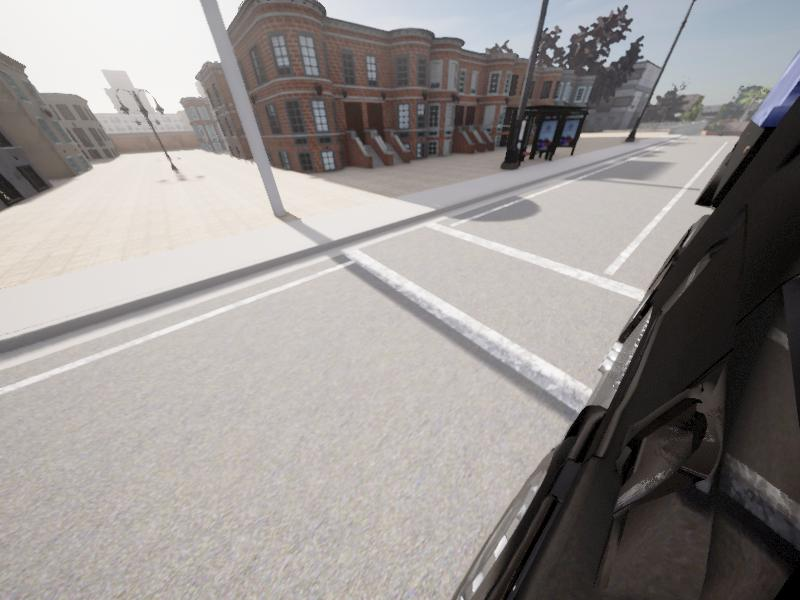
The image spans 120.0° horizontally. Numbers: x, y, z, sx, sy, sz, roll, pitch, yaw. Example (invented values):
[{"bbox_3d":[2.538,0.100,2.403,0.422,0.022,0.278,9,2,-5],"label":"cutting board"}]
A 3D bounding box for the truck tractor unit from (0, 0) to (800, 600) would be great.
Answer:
[{"bbox_3d":[2.645,-0.295,0.351,6.516,4.208,3.053,-28,44,-30],"label":"truck tractor unit"}]

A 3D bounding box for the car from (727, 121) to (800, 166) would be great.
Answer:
[{"bbox_3d":[20.774,-8.867,12.929,4.553,1.767,2.097,-28,43,-30],"label":"car"}]

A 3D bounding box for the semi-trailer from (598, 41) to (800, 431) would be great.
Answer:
[{"bbox_3d":[8.691,-3.589,4.266,14.254,4.402,2.717,-28,44,-30],"label":"semi-trailer"}]

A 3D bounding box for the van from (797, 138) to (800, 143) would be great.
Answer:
[{"bbox_3d":[35.898,-14.414,18.960,5.915,2.561,1.988,-28,44,-30],"label":"van"}]
